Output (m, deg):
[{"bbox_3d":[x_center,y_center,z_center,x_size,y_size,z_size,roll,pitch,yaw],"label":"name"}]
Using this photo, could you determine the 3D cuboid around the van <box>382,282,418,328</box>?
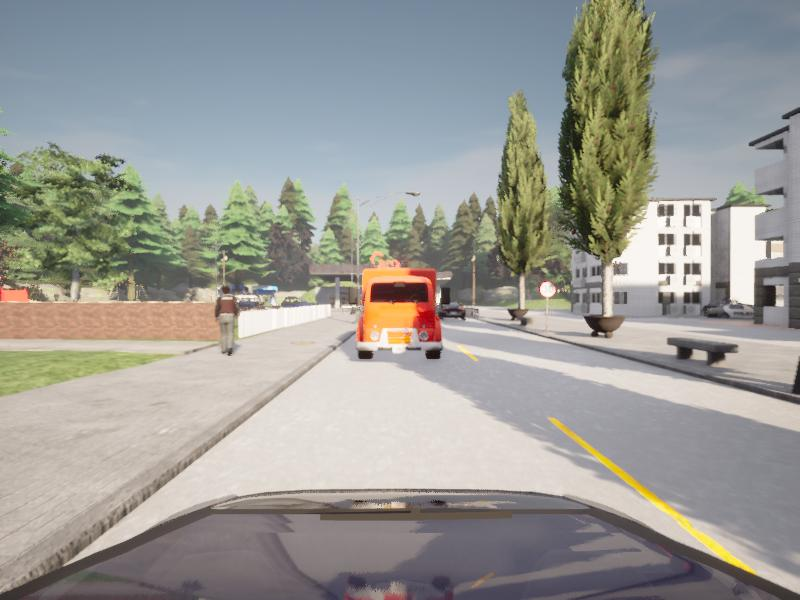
[{"bbox_3d":[0.023,0.278,25.495,1.988,2.561,5.915,0,0,1],"label":"van"}]

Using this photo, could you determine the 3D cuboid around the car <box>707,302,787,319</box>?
[{"bbox_3d":[27.460,0.804,31.834,4.536,1.218,1.853,0,0,30],"label":"car"}]

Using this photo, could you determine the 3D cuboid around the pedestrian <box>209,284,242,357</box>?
[{"bbox_3d":[-4.640,0.514,10.684,0.751,1.860,0.751,0,0,-19],"label":"pedestrian"}]

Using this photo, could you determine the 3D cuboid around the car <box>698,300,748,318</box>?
[{"bbox_3d":[27.842,0.713,34.606,1.845,1.501,3.633,0,0,11],"label":"car"}]

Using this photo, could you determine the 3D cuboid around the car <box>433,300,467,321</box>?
[{"bbox_3d":[3.903,0.774,31.930,2.038,1.542,4.974,0,0,-1],"label":"car"}]

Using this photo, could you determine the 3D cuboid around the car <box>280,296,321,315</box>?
[{"bbox_3d":[-10.589,0.575,42.720,3.866,1.878,1.905,0,0,4],"label":"car"}]

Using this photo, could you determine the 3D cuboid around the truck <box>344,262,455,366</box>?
[{"bbox_3d":[-0.023,0.336,12.079,2.627,2.467,5.204,0,0,0],"label":"truck"}]

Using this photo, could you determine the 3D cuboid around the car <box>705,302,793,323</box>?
[{"bbox_3d":[27.505,0.962,31.809,4.974,1.542,2.038,0,0,30],"label":"car"}]

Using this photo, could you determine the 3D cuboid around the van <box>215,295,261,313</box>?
[{"bbox_3d":[-18.909,0.491,46.793,4.480,2.038,2.069,0,0,0],"label":"van"}]
